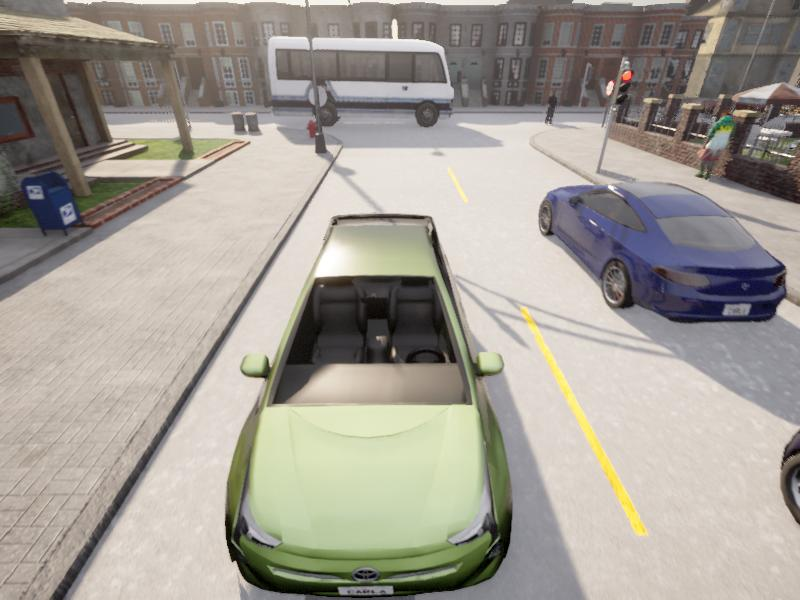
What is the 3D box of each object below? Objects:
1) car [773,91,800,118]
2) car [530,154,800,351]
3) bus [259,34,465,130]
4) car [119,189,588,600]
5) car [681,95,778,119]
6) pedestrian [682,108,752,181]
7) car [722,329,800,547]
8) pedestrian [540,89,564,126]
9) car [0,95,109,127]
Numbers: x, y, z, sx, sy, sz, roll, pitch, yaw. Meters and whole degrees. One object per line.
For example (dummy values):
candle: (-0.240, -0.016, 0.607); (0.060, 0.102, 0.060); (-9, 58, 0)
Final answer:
car: (28.914, -13.268, 27.137); (5.008, 1.535, 1.882); (0, 30, 0)
car: (3.884, -1.194, 6.594); (1.812, 1.442, 4.674); (-1, 30, -2)
bus: (-1.953, -12.311, 22.745); (10.273, 4.253, 3.944); (1, 30, -1)
car: (-0.224, 0.248, 4.045); (2.007, 1.525, 4.514); (0, 30, -1)
car: (22.203, -13.114, 27.100); (4.718, 1.301, 1.895); (0, 30, -1)
pedestrian: (9.036, -4.453, 11.478); (0.751, 1.860, 0.751); (0, 30, -1)
car: (3.841, 1.656, 1.649); (1.845, 1.501, 3.633); (0, 30, -1)
pedestrian: (8.600, -10.910, 22.709); (0.751, 1.860, 0.751); (0, 30, 0)
car: (-20.149, -10.955, 23.139); (4.892, 1.490, 1.837); (0, 30, -1)
